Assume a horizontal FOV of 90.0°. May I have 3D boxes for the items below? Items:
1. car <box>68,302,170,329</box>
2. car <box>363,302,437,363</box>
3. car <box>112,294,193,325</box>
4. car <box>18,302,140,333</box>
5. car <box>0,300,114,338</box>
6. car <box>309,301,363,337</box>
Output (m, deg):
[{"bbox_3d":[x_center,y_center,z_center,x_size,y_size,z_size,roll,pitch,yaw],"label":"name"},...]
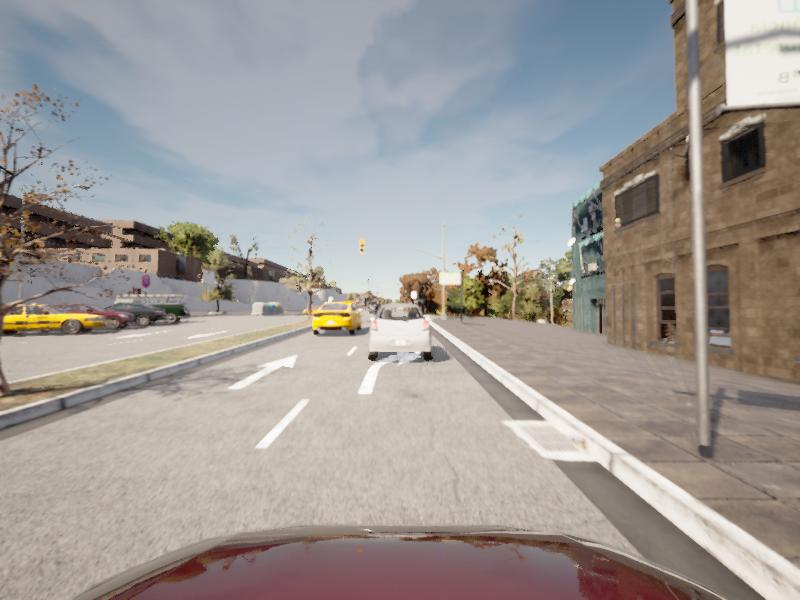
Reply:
[{"bbox_3d":[-16.928,0.881,24.415,4.674,1.452,2.002,-1,0,-20],"label":"car"},{"bbox_3d":[0.004,0.832,11.859,1.845,1.501,3.633,0,0,0],"label":"car"},{"bbox_3d":[-16.824,0.614,27.440,4.442,1.987,1.878,-1,0,-20],"label":"car"},{"bbox_3d":[-16.938,0.880,21.442,4.674,1.452,2.002,-1,0,-20],"label":"car"},{"bbox_3d":[-16.765,0.833,18.528,5.366,1.575,1.946,-1,0,-20],"label":"car"},{"bbox_3d":[-2.995,0.831,19.794,1.882,1.535,5.008,0,0,0],"label":"car"}]
